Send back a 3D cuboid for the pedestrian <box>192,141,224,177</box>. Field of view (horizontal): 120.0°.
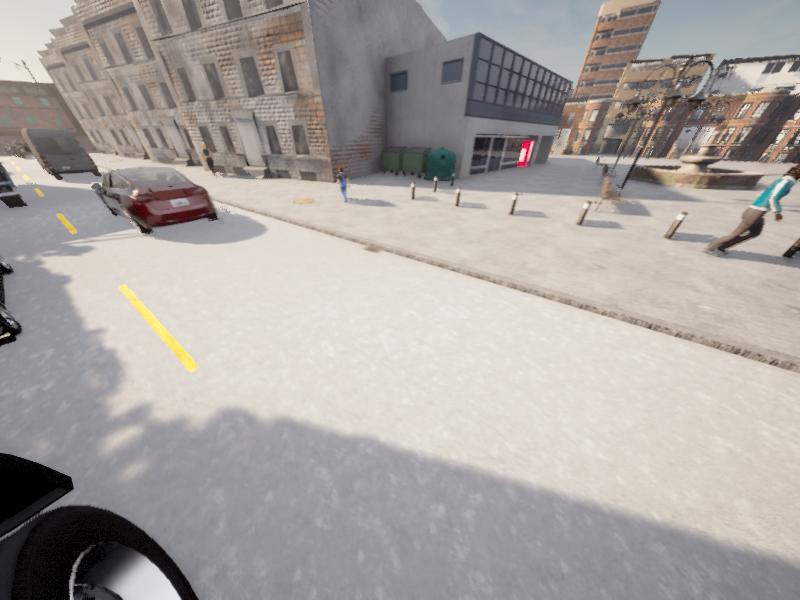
[{"bbox_3d":[-11.932,-8.783,14.422,0.751,1.860,0.751,24,42,30],"label":"pedestrian"}]

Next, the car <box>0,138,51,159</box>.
[{"bbox_3d":[-44.341,-17.910,27.292,4.605,1.855,1.932,17,38,22],"label":"car"}]

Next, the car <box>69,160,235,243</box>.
[{"bbox_3d":[-7.860,-3.368,7.330,4.792,1.488,2.163,22,40,27],"label":"car"}]

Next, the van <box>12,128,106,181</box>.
[{"bbox_3d":[-22.327,-9.598,15.119,5.915,2.561,1.988,22,40,27],"label":"van"}]

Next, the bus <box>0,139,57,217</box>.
[{"bbox_3d":[-18.100,-5.895,8.418,10.273,4.253,3.944,22,41,27],"label":"bus"}]

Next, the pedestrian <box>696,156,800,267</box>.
[{"bbox_3d":[7.124,-1.732,4.592,0.751,1.860,0.751,-28,44,-34],"label":"pedestrian"}]

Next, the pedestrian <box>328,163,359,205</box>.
[{"bbox_3d":[-2.160,-4.485,8.900,0.751,1.300,0.751,-22,41,-29],"label":"pedestrian"}]

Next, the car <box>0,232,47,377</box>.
[{"bbox_3d":[-7.144,-0.267,3.014,5.357,1.411,2.033,22,41,28],"label":"car"}]
